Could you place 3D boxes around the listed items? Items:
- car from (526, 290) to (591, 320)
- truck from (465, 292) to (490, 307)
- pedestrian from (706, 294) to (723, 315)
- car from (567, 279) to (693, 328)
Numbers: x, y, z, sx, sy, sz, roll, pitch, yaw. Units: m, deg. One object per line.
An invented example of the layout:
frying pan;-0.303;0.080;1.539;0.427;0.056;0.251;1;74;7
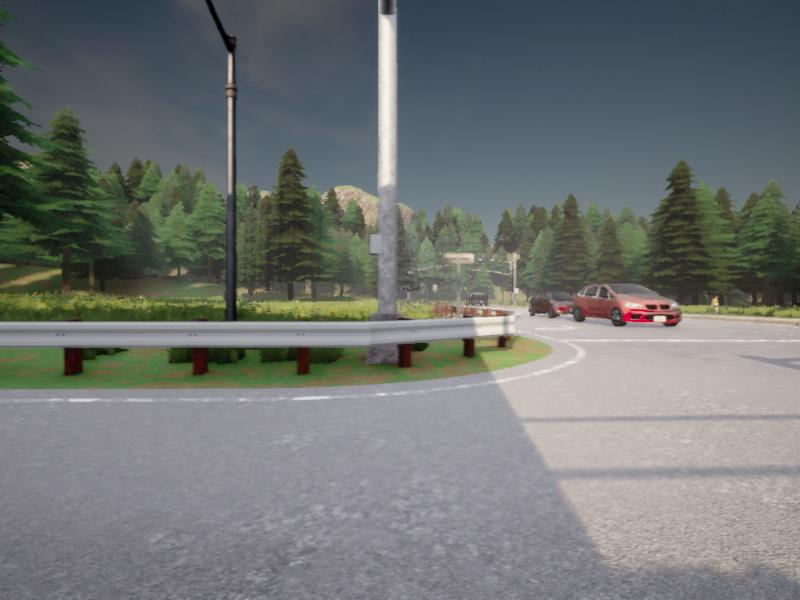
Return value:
car;8.572;0.231;22.049;1.816;1.474;4.193;0;0;-2
truck;11.392;-0.083;59.213;2.390;2.098;6.274;0;0;0
pedestrian;16.793;0.248;21.379;0.500;1.100;0.500;0;0;-14
car;8.810;0.134;15.954;2.242;1.667;4.611;0;0;-2
